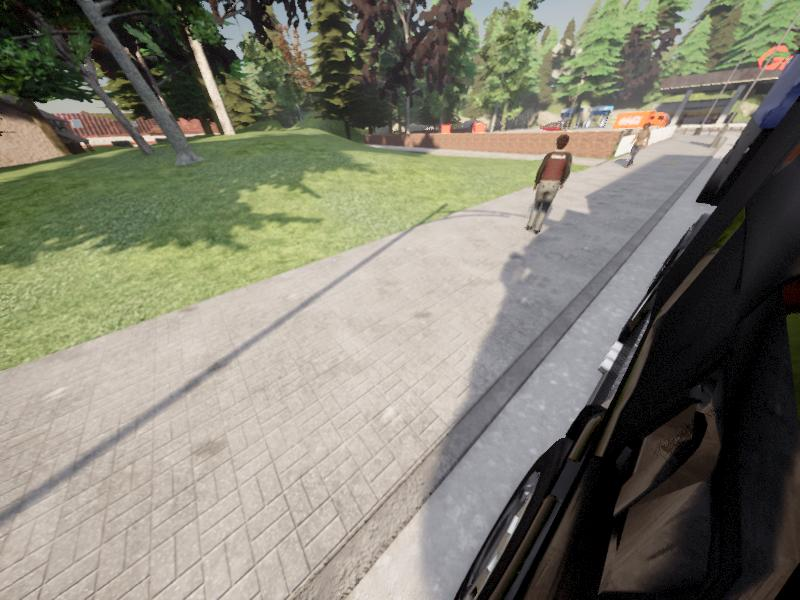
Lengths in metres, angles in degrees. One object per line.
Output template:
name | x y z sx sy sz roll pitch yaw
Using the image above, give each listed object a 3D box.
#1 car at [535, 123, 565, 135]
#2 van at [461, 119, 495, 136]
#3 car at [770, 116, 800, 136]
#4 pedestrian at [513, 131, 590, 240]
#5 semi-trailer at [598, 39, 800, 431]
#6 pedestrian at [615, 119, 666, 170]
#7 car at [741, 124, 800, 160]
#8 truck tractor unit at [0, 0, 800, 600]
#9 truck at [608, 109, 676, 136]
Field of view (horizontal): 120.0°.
car | 26.416 -30.184 40.728 1.789 1.549 3.705 -28 44 -30
van | 15.461 -34.331 46.144 1.988 2.561 5.915 -28 44 -30
car | 37.945 -16.192 21.451 1.812 1.442 4.674 16 41 22
pedestrian | 3.065 -2.334 4.793 0.751 1.860 0.751 20 43 27
semi-trailer | 8.670 -3.637 4.237 14.254 4.402 2.717 -29 44 -30
pedestrian | 10.929 -7.084 10.583 0.751 1.860 0.751 -22 41 -24
car | 21.577 -9.049 13.107 4.181 1.385 1.994 -28 44 -29
truck tractor unit | 2.645 -0.295 0.352 6.516 4.208 3.053 -28 44 -30
truck | 31.574 -23.218 30.368 2.627 2.467 5.204 -25 42 -27
